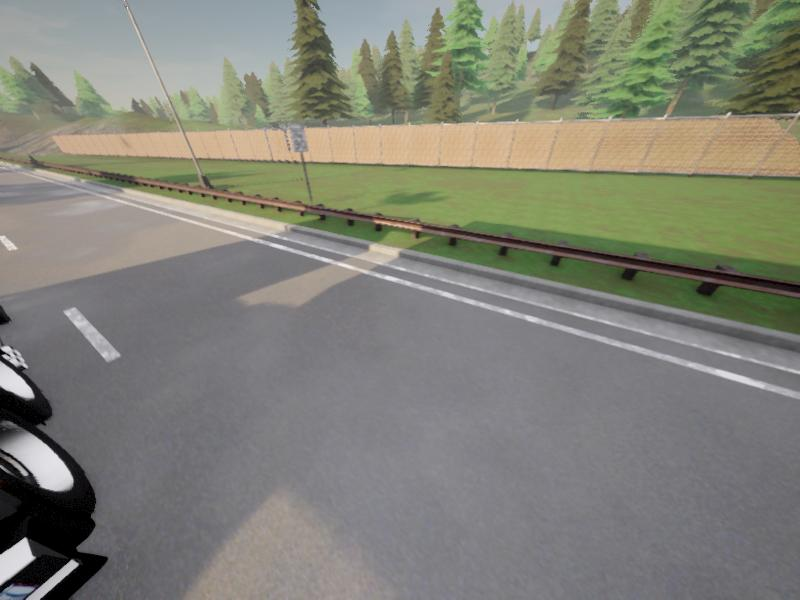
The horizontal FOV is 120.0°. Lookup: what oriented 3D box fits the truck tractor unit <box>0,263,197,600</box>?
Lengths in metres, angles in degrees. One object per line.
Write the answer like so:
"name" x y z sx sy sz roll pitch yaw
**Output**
"truck tractor unit" -5.113 -0.297 0.788 6.516 4.208 3.053 18 39 24
